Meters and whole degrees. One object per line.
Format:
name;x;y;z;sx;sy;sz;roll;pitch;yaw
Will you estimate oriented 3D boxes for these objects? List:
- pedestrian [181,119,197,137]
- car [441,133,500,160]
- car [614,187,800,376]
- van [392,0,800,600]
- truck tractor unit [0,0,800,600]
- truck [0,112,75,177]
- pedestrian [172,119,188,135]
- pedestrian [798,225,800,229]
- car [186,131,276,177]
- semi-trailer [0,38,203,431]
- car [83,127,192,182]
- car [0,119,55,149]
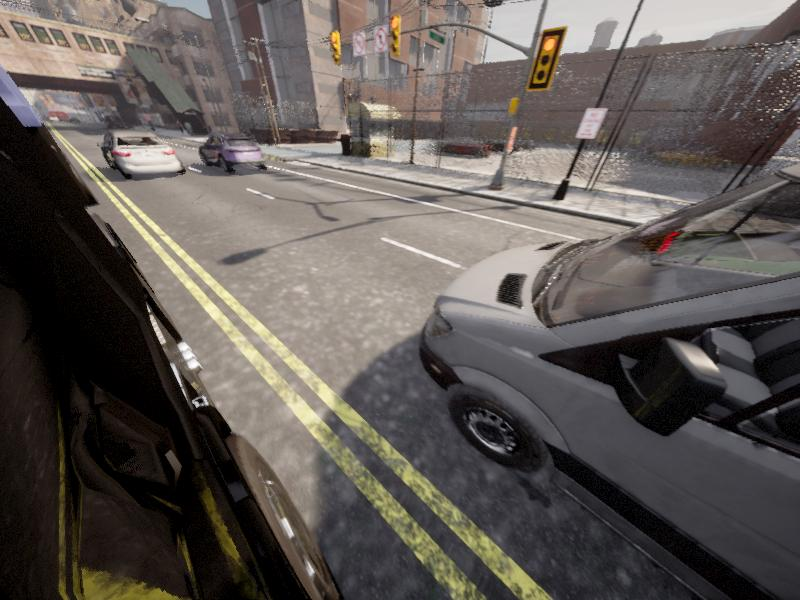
pedestrian;-27.625;-22.506;30.292;0.751;1.860;0.751;29;44;31
car;6.462;-14.413;21.616;4.553;1.767;2.185;27;43;29
car;5.758;0.073;2.602;4.514;1.525;2.007;31;45;33
van;2.786;0.702;0.743;5.915;2.561;1.988;31;45;33
truck tractor unit;-2.645;-0.295;0.351;6.516;4.208;3.053;28;44;30
truck;-18.191;-7.477;10.842;6.274;2.098;2.390;27;43;29
pedestrian;-31.142;-24.474;32.721;0.751;1.860;0.751;26;43;28
pedestrian;12.051;-2.606;5.968;0.751;1.860;0.751;27;43;29
car;-9.169;-8.029;12.489;4.856;1.649;2.033;28;44;30
semi-trailer;-8.754;-3.551;4.195;14.254;4.402;2.717;27;43;29
car;-12.272;-6.943;10.824;4.611;1.667;2.242;27;43;29
car;-28.651;-12.697;17.601;5.238;1.638;1.930;27;43;29
